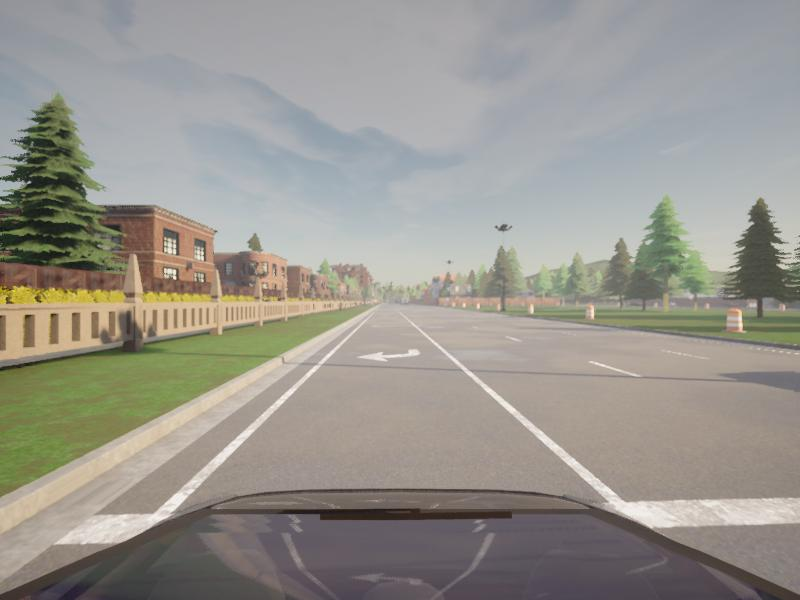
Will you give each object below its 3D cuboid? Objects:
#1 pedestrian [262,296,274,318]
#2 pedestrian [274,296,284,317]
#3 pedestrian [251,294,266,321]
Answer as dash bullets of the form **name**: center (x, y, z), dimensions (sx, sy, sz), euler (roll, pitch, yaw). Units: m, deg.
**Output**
- **pedestrian**: center (-11.022, 0.560, 33.508), dimensions (0.751, 1.860, 0.751), euler (0, 0, -1)
- **pedestrian**: center (-10.467, 0.562, 34.692), dimensions (0.751, 1.860, 0.751), euler (0, 0, -9)
- **pedestrian**: center (-9.929, 0.548, 28.084), dimensions (0.751, 1.860, 0.751), euler (0, 0, -1)
